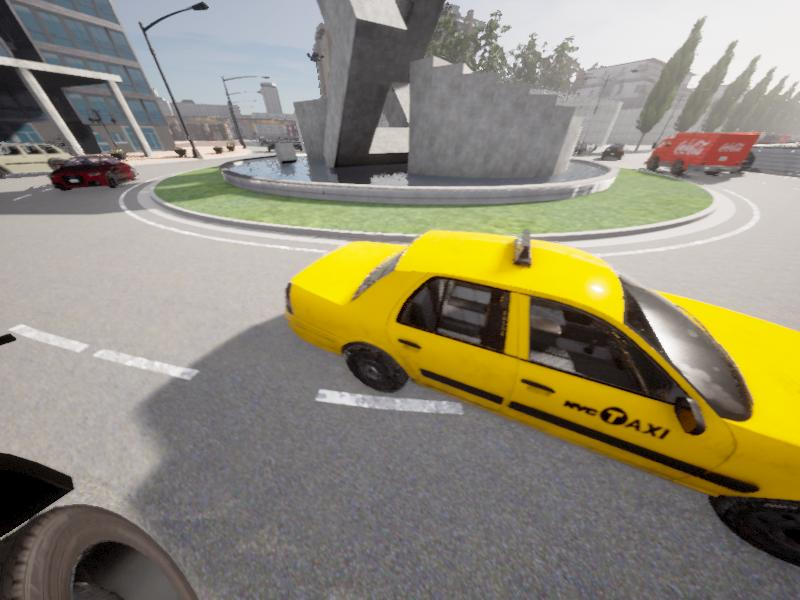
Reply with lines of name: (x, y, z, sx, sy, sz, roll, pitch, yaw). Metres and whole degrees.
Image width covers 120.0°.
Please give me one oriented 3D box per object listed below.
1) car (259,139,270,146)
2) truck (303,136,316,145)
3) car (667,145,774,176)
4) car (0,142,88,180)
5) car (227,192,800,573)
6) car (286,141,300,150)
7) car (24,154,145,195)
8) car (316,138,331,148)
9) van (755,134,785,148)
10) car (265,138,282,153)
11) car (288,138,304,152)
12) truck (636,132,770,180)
car: (-35.547, -41.321, 60.652, 1.837, 1.490, 4.892, -18, 39, -24)
truck: (-29.086, -51.274, 74.165, 2.390, 2.098, 6.274, -18, 39, -24)
car: (24.437, -10.985, 18.031, 2.033, 1.649, 4.856, 5, 36, 6)
car: (-24.668, -9.087, 14.968, 1.932, 1.855, 4.605, 13, 37, 17)
car: (1.305, 0.190, 2.252, 5.366, 1.575, 1.801, 15, 38, 19)
car: (-21.110, -30.457, 45.577, 1.895, 1.301, 4.718, -16, 38, -21)
car: (-15.955, -6.722, 12.110, 1.994, 1.385, 4.181, -15, 38, -20)
car: (-17.090, -35.257, 51.835, 1.905, 1.878, 3.866, -20, 40, -25)
van: (86.573, -37.156, 54.050, 5.915, 2.561, 1.988, -19, 40, -24)
car: (-21.012, -25.745, 38.427, 1.905, 1.878, 3.866, -14, 38, -19)
car: (-18.298, -27.197, 40.481, 1.905, 1.878, 3.866, -14, 38, -19)
truck: (20.794, -10.438, 16.522, 2.627, 2.467, 5.204, 6, 36, 7)
